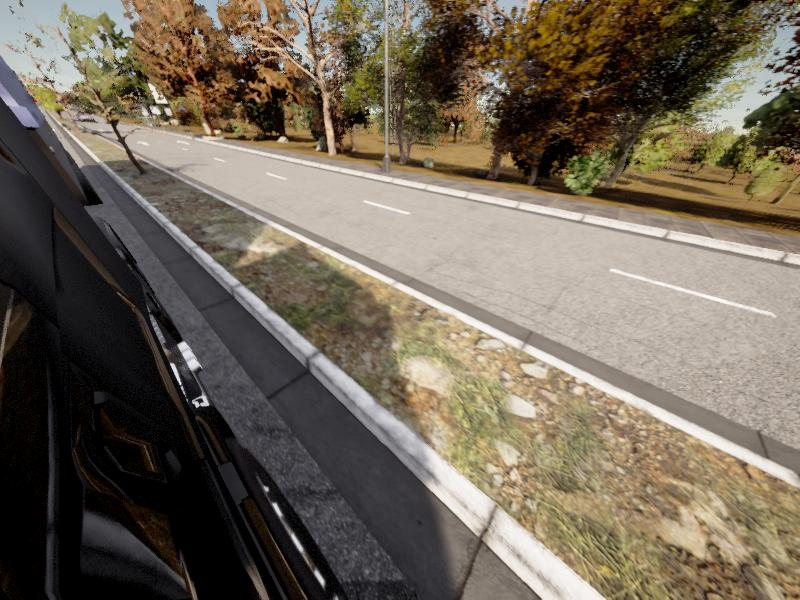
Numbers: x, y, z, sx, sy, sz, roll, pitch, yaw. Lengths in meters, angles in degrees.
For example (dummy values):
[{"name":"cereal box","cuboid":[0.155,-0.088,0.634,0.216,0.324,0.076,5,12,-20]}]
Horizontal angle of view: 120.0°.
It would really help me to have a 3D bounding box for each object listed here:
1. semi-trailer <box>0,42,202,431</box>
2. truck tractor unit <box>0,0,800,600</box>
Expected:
[{"name":"semi-trailer","cuboid":[-8.709,-3.592,4.226,14.254,4.402,2.717,28,44,30]},{"name":"truck tractor unit","cuboid":[-2.645,-0.295,0.352,6.516,4.208,3.053,28,44,30]}]
